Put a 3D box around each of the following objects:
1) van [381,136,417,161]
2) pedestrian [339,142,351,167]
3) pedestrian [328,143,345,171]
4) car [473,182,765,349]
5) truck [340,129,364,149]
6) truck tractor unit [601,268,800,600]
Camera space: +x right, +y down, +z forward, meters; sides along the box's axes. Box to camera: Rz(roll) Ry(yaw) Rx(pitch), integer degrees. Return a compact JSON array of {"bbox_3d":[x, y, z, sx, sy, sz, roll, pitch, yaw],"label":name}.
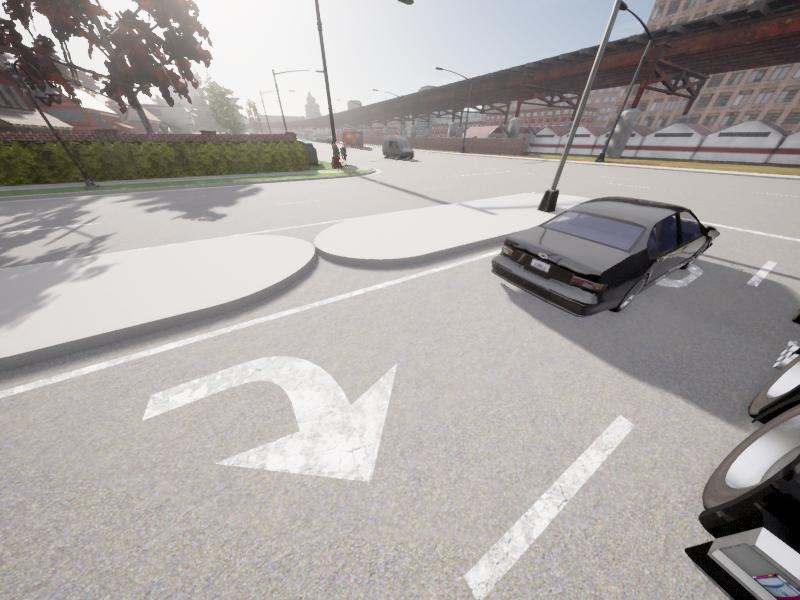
[{"bbox_3d":[-0.266,-20.207,30.784,1.988,2.561,5.915,-18,39,-24],"label":"van"},{"bbox_3d":[-5.012,-13.350,21.189,0.751,1.860,0.751,-11,36,-16],"label":"pedestrian"},{"bbox_3d":[-5.015,-11.396,18.384,0.751,1.860,0.751,-29,44,-35],"label":"pedestrian"},{"bbox_3d":[4.264,-1.187,4.512,5.357,1.411,2.033,-18,39,-24],"label":"car"},{"bbox_3d":[-12.273,-41.142,58.856,2.891,3.827,8.468,-18,40,-24],"label":"truck"},{"bbox_3d":[5.115,-0.296,0.773,6.516,4.208,3.053,-18,39,-24],"label":"truck tractor unit"}]
